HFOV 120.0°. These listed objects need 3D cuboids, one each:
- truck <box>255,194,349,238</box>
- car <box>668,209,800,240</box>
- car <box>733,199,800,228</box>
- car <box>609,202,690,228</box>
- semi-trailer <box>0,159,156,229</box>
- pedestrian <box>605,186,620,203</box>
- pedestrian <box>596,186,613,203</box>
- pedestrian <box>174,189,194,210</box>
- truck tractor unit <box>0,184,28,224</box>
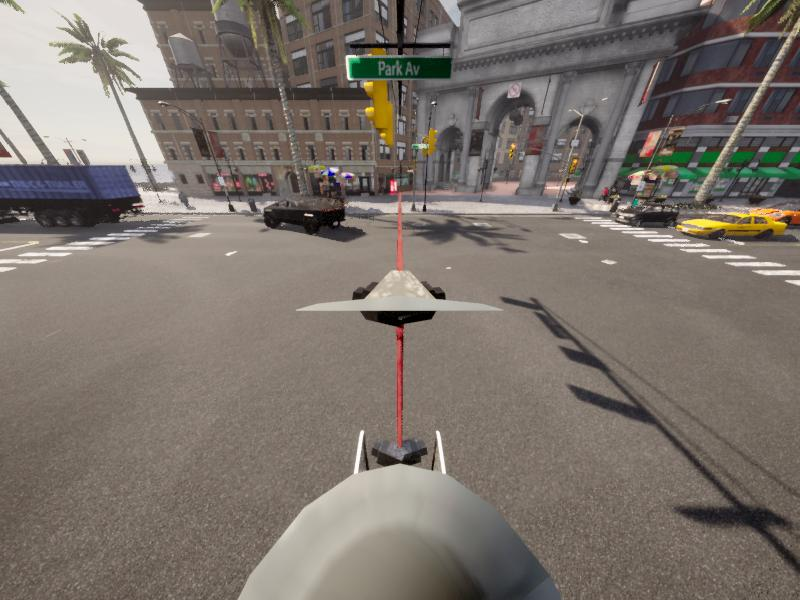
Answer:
[{"bbox_3d":[-7.041,-6.191,16.629,6.274,2.098,2.390,15,33,25],"label":"truck"},{"bbox_3d":[21.302,-4.869,14.858,5.366,1.575,1.801,0,30,1],"label":"car"},{"bbox_3d":[29.819,-6.662,17.750,4.553,1.767,2.097,0,30,1],"label":"car"},{"bbox_3d":[19.170,-6.622,17.924,3.705,1.549,1.789,1,30,0],"label":"car"},{"bbox_3d":[-27.771,-8.022,17.481,14.254,4.402,2.717,1,30,2],"label":"semi-trailer"},{"bbox_3d":[25.548,-12.700,27.805,0.751,1.860,0.751,19,35,29],"label":"pedestrian"},{"bbox_3d":[24.789,-12.828,28.028,0.751,1.860,0.751,5,30,8],"label":"pedestrian"},{"bbox_3d":[-22.100,-10.307,23.644,0.751,1.860,0.751,16,34,26],"label":"pedestrian"},{"bbox_3d":[-35.678,-8.078,17.775,6.516,4.208,3.053,1,30,1],"label":"truck tractor unit"}]
